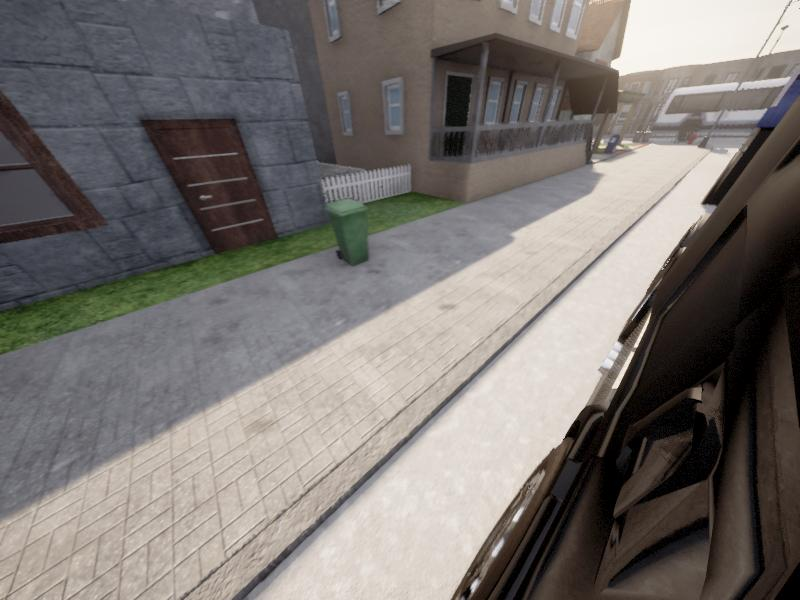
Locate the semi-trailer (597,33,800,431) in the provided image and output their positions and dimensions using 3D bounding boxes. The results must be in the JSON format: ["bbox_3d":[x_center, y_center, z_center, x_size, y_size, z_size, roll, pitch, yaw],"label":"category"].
[{"bbox_3d":[8.753,-3.558,4.188,14.254,4.402,2.717,-27,43,-29],"label":"semi-trailer"}]

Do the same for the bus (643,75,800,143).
[{"bbox_3d":[30.442,-16.953,20.940,3.944,4.253,10.273,-28,44,-30],"label":"bus"}]

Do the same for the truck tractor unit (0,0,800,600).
[{"bbox_3d":[2.645,-0.295,0.351,6.516,4.208,3.053,-28,44,-30],"label":"truck tractor unit"}]

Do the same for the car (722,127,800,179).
[{"bbox_3d":[16.633,-6.685,10.315,4.514,1.525,2.007,-28,44,-30],"label":"car"}]
